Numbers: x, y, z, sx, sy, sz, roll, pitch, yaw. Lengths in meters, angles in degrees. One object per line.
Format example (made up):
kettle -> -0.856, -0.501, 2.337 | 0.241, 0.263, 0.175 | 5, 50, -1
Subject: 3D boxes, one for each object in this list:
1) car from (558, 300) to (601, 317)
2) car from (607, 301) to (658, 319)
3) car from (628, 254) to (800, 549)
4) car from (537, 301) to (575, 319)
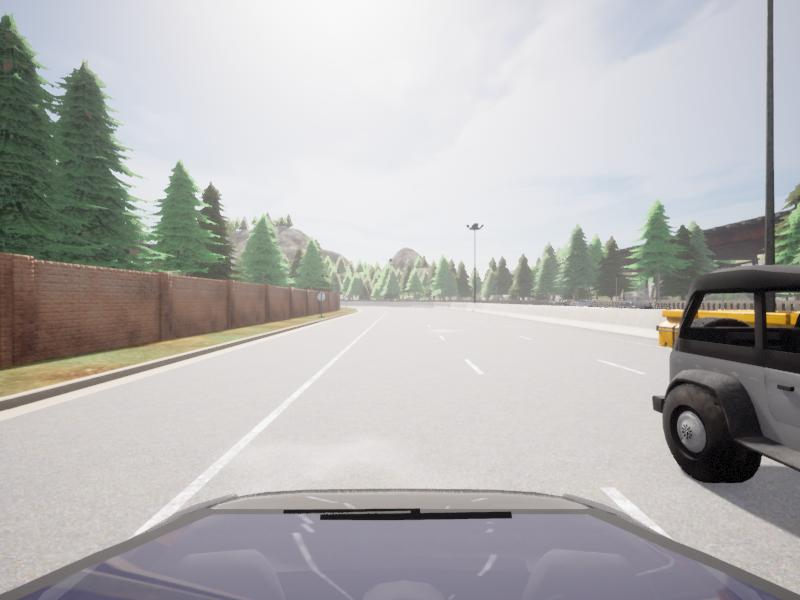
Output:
car -> 17.534, 0.823, 39.346 | 2.038, 1.542, 4.974 | 0, 0, 0
car -> 21.030, 0.846, 36.455 | 1.837, 1.490, 4.892 | 0, 0, 0
car -> 3.501, 0.646, 2.535 | 1.905, 1.878, 3.866 | 0, 0, 0
car -> 14.033, 0.853, 36.180 | 1.970, 1.475, 3.806 | 0, 0, 0
